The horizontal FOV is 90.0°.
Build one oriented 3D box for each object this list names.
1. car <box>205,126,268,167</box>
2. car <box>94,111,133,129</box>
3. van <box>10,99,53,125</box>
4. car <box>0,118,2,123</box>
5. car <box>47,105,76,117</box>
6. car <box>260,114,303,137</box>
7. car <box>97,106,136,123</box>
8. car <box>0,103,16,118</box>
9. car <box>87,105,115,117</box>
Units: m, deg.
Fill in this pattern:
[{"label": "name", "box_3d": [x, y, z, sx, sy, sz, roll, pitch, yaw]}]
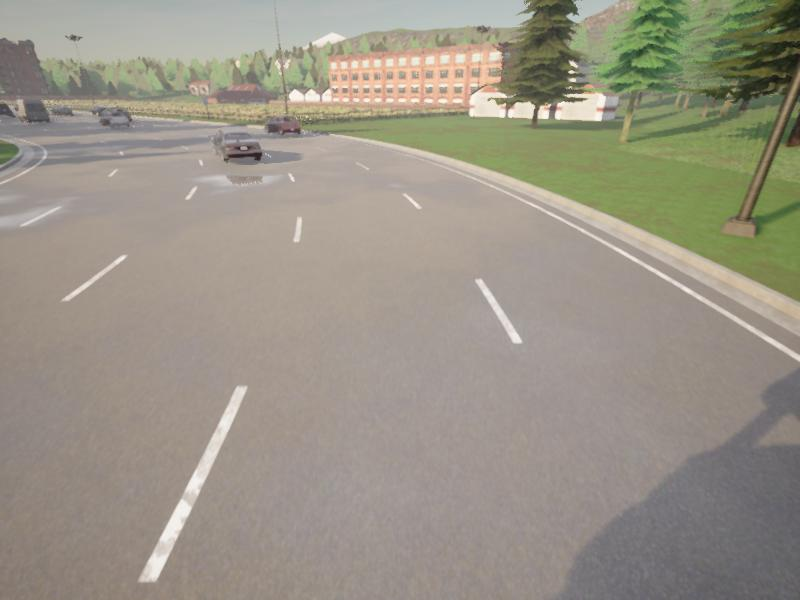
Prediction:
[{"label": "car", "box_3d": [-8.695, -8.206, 21.050, 2.033, 1.411, 5.357, -14, 31, -26]}, {"label": "car", "box_3d": [-28.678, -18.051, 40.031, 3.633, 1.501, 1.845, 21, 34, 35]}, {"label": "van", "box_3d": [-42.677, -21.848, 46.297, 5.915, 2.561, 1.988, 21, 34, 35]}, {"label": "car", "box_3d": [-49.341, -21.943, 47.454, 5.238, 1.638, 1.930, 21, 34, 35]}, {"label": "car", "box_3d": [-52.667, -29.452, 62.277, 4.902, 1.511, 2.128, 21, 34, 35]}, {"label": "car", "box_3d": [-9.804, -14.450, 33.050, 1.845, 1.501, 3.633, -22, 34, -37]}, {"label": "car", "box_3d": [-34.314, -22.403, 48.340, 4.611, 1.667, 2.242, 21, 34, 35]}, {"label": "car", "box_3d": [-56.983, -27.122, 57.271, 3.866, 1.878, 1.905, 21, 34, 35]}, {"label": "car", "box_3d": [-45.699, -28.865, 61.080, 4.892, 1.490, 1.837, 21, 34, 35]}]
